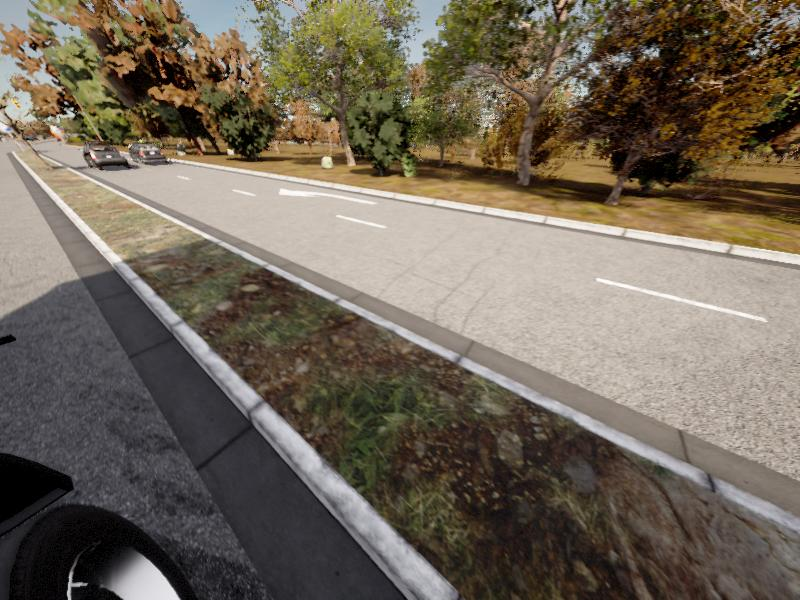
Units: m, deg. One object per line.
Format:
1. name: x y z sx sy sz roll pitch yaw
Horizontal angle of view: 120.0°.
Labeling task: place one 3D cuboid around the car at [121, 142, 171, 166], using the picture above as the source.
1. car: -22.364 -12.939 20.370 3.705 1.549 1.789 22 41 28

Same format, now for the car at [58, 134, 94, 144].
1. car: -80.140 -39.933 57.242 1.878 1.987 4.442 13 37 17

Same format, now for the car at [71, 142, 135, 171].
1. car: -22.176 -10.769 17.261 3.988 1.617 1.851 22 41 28

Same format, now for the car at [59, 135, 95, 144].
1. car: -82.353 -41.028 58.939 2.185 1.767 4.553 13 37 17
